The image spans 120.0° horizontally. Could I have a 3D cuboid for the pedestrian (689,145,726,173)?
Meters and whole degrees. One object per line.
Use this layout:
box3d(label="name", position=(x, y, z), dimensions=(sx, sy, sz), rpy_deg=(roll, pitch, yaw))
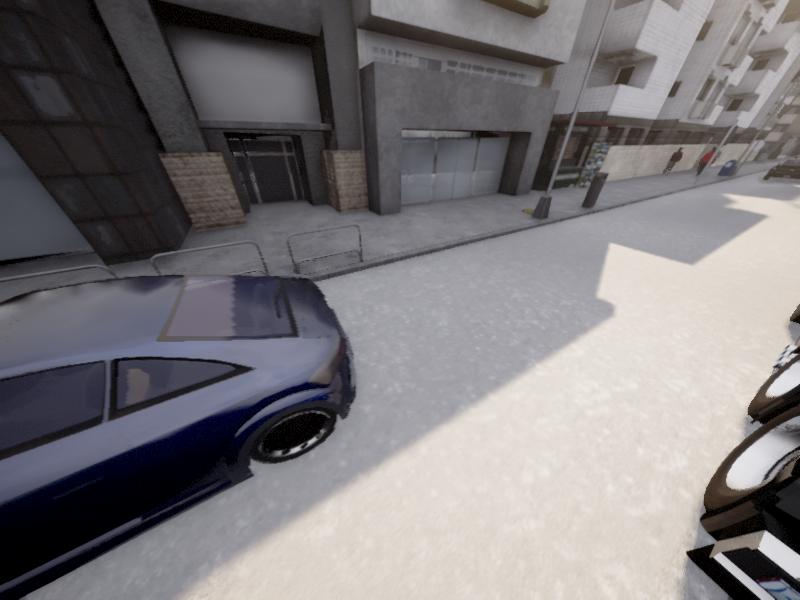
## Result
box3d(label="pedestrian", position=(24.470, -11.217, 18.446), dimensions=(0.751, 1.860, 0.751), rpy_deg=(6, 35, 8))

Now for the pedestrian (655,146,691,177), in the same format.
box3d(label="pedestrian", position=(19.508, -9.900, 16.519), dimensions=(0.751, 1.860, 0.751), rpy_deg=(-17, 39, -24))

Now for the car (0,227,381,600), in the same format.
box3d(label="car", position=(-2.496, 0.725, 1.746), dimensions=(4.181, 1.385, 1.994), rpy_deg=(-18, 39, -24))

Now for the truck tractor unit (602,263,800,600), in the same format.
box3d(label="truck tractor unit", position=(5.107, -0.305, 0.783), dimensions=(6.516, 4.208, 3.053), rpy_deg=(-18, 39, -24))

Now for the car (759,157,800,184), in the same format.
box3d(label="car", position=(27.864, -9.159, 16.229), dimensions=(4.718, 1.301, 1.895), rpy_deg=(-18, 39, -24))

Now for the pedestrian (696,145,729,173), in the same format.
box3d(label="pedestrian", position=(25.110, -11.316, 18.593), dimensions=(0.751, 1.860, 0.751), rpy_deg=(-20, 40, -26))

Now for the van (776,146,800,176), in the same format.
box3d(label="van", position=(33.653, -11.352, 18.768), dimensions=(4.480, 2.038, 2.069), rpy_deg=(-18, 39, -24))

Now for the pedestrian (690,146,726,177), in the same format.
box3d(label="pedestrian", position=(22.298, -10.058, 16.764), dimensions=(0.751, 1.860, 0.751), rpy_deg=(-25, 42, -32))
